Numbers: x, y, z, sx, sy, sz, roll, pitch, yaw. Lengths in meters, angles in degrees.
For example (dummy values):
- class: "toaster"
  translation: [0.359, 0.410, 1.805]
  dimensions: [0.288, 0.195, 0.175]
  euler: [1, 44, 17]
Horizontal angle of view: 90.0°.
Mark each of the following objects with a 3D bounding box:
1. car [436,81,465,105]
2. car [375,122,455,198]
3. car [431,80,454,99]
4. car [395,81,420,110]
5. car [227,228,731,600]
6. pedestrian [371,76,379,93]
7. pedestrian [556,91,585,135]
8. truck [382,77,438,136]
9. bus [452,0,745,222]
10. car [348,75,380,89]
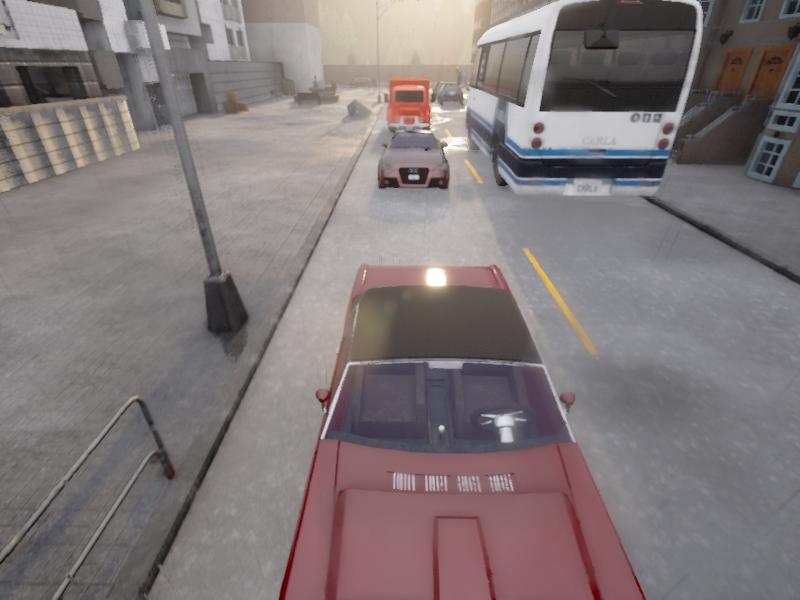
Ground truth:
- class: "car"
  translation: [4.592, -19.165, 36.983]
  dimensions: [2.097, 1.767, 4.553]
  euler: [0, 30, 0]
- class: "car"
  translation: [0.431, -4.390, 12.146]
  dimensions: [1.994, 1.385, 4.181]
  euler: [1, 30, 2]
- class: "car"
  translation: [4.579, -23.165, 43.985]
  dimensions: [2.033, 1.649, 4.856]
  euler: [1, 30, 1]
- class: "car"
  translation: [0.560, -16.834, 32.899]
  dimensions: [1.905, 1.878, 3.866]
  euler: [0, 30, 0]
- class: "car"
  translation: [0.328, 0.872, 3.233]
  dimensions: [1.895, 1.301, 4.718]
  euler: [0, 30, 1]
- class: "pedestrian"
  translation: [-3.040, -26.542, 49.270]
  dimensions: [0.751, 1.860, 0.751]
  euler: [8, 31, 13]
- class: "pedestrian"
  translation: [8.226, -9.060, 19.395]
  dimensions: [0.751, 1.860, 0.751]
  euler: [0, 30, 0]
- class: "truck"
  translation: [0.489, -10.624, 21.710]
  dimensions: [2.627, 2.467, 5.204]
  euler: [0, 30, 0]
- class: "bus"
  translation: [4.213, -6.262, 12.504]
  dimensions: [3.944, 4.253, 10.273]
  euler: [1, 31, 1]
- class: "car"
  translation: [-5.417, -33.105, 60.804]
  dimensions: [4.553, 1.767, 2.097]
  euler: [0, 30, 1]
